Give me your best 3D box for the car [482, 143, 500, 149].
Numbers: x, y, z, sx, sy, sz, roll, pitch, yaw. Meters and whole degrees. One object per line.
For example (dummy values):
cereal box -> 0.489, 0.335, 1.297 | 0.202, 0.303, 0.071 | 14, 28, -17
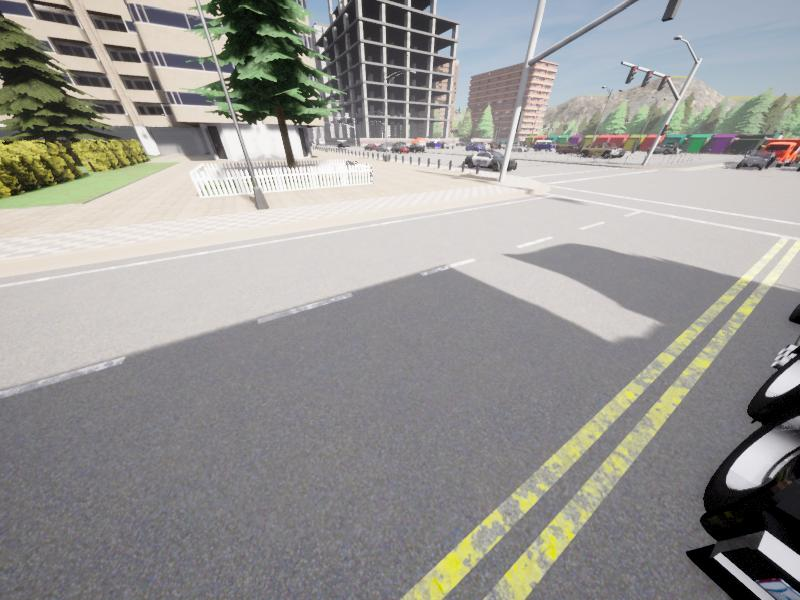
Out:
car -> 24.299, -41.166, 61.727 | 1.784, 1.438, 3.905 | -18, 39, -24

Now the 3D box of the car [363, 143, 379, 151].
car -> -6.727, -35.335, 53.412 | 1.812, 1.442, 4.674 | -18, 39, -24

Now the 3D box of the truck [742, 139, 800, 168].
truck -> 40.581, -15.791, 24.804 | 5.204, 2.467, 2.627 | -17, 39, -23

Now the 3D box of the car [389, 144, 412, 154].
car -> -0.027, -28.733, 43.951 | 2.163, 1.488, 4.792 | -18, 39, -24

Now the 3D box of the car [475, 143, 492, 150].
car -> 21.789, -40.323, 60.554 | 1.970, 1.475, 3.806 | -18, 39, -24

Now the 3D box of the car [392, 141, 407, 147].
car -> -0.161, -52.197, 77.286 | 4.892, 1.490, 1.837 | -18, 39, -25

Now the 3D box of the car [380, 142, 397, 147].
car -> -3.870, -53.177, 78.904 | 5.357, 1.411, 2.033 | -18, 39, -25

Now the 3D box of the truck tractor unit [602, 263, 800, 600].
truck tractor unit -> 5.107, -0.305, 0.785 | 6.516, 4.208, 3.053 | -18, 39, -24

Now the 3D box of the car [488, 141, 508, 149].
car -> 26.600, -42.121, 62.746 | 1.932, 1.855, 4.605 | -18, 39, -24

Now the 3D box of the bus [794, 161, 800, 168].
bus -> 47.595, -16.320, 24.057 | 10.273, 4.253, 3.944 | -17, 38, -23

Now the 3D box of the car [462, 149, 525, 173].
car -> 8.210, -12.622, 20.839 | 2.038, 1.542, 4.974 | -18, 39, -24

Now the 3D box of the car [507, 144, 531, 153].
car -> 24.324, -31.189, 47.459 | 1.970, 1.475, 3.806 | -18, 39, -24

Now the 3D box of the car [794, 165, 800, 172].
car -> 38.882, -12.637, 21.006 | 5.027, 1.651, 2.152 | -18, 39, -24

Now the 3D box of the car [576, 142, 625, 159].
car -> 28.159, -21.152, 32.655 | 1.932, 1.855, 4.605 | -18, 39, -24

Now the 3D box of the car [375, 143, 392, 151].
car -> -3.988, -36.600, 55.292 | 2.033, 1.411, 5.357 | -18, 39, -24

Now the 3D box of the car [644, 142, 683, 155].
car -> 47.683, -27.495, 41.909 | 1.905, 1.878, 3.866 | -18, 39, -24

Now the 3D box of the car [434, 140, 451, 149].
car -> 11.193, -41.325, 61.491 | 1.932, 1.855, 4.605 | -18, 39, -24

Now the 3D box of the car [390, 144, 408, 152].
car -> -0.348, -33.016, 50.130 | 1.812, 1.442, 4.674 | -18, 39, -25

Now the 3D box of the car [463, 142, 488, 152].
car -> 16.238, -32.860, 49.673 | 2.242, 1.667, 4.611 | -18, 39, -24

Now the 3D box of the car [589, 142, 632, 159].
car -> 30.695, -21.939, 33.809 | 1.905, 1.878, 3.866 | -18, 39, -24

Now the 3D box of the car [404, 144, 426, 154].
car -> 2.908, -29.843, 45.517 | 1.882, 1.535, 5.008 | -18, 39, -25

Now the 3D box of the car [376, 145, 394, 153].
car -> -3.224, -31.818, 48.518 | 1.895, 1.301, 4.718 | -18, 39, -24

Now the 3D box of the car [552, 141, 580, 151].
car -> 38.925, -36.200, 54.338 | 1.932, 1.855, 4.605 | -18, 39, -24

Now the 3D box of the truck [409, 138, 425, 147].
truck -> 6.155, -56.893, 83.459 | 5.204, 2.467, 2.627 | -18, 39, -25

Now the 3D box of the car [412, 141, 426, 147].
car -> 6.601, -54.339, 80.615 | 4.611, 1.667, 2.242 | -18, 39, -25

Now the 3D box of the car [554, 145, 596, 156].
car -> 29.834, -25.716, 39.632 | 2.033, 1.415, 5.357 | -18, 39, -24

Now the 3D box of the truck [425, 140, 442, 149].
truck -> 8.719, -40.551, 60.196 | 2.069, 2.038, 4.478 | -18, 39, -24

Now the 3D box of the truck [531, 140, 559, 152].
truck -> 31.832, -33.931, 50.862 | 2.069, 2.038, 4.478 | -18, 39, -24

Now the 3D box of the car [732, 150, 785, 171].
car -> 34.638, -13.539, 22.351 | 3.633, 1.501, 1.845 | -18, 39, -24
